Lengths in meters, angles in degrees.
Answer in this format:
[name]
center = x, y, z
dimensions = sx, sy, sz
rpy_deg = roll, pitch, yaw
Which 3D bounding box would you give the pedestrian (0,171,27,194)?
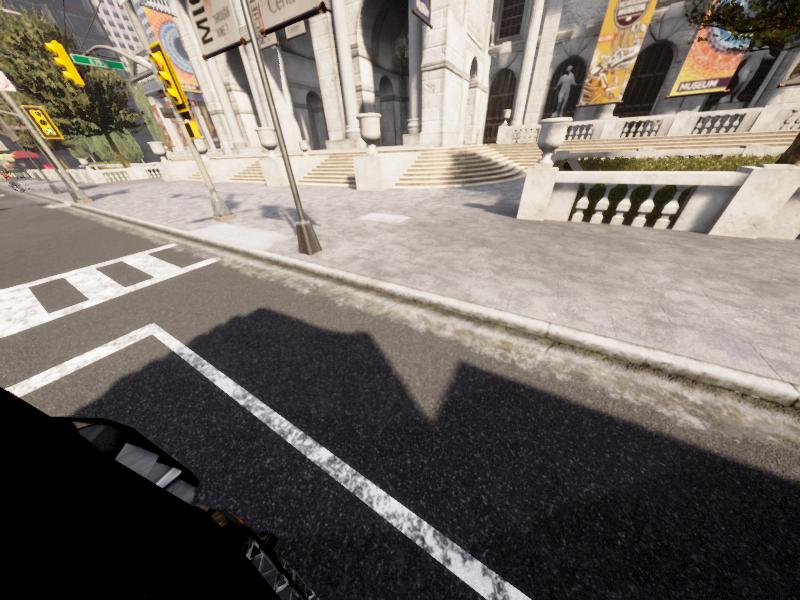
[pedestrian]
center = -36.459, -11.016, 21.619
dimensions = 0.751, 1.860, 0.751
rpy_deg = 14, 37, 24
